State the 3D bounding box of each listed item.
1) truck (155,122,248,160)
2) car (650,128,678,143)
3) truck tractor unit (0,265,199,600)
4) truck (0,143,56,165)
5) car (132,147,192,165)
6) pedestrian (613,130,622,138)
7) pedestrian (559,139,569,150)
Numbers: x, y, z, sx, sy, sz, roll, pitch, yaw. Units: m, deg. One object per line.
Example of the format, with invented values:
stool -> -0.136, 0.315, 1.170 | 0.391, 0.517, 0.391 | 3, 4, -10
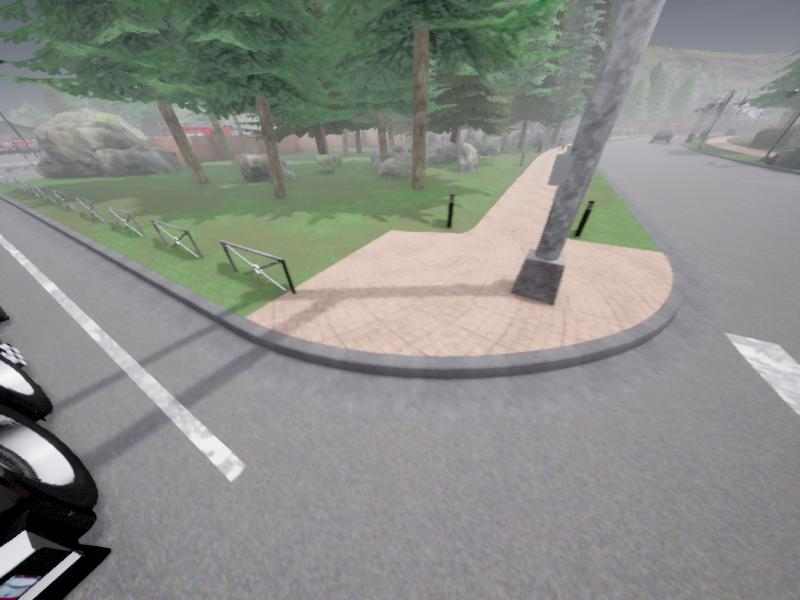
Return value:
truck -> -26.547, -21.928, 31.721 | 2.891, 3.827, 8.468 | 17, 40, 24
car -> 41.078, -25.625, 35.974 | 4.553, 1.767, 2.097 | -31, 45, -34
truck tractor unit -> -5.136, -0.274, 0.758 | 6.516, 4.208, 3.053 | 18, 40, 24
truck -> -51.711, -19.425, 30.679 | 2.390, 2.098, 6.274 | 18, 40, 24
car -> -26.808, -16.353, 26.208 | 1.994, 1.385, 4.181 | 17, 40, 24
pedestrian -> 46.341, -35.338, 49.152 | 0.751, 1.300, 0.751 | -23, 41, -26
pedestrian -> 18.571, -17.610, 26.158 | 0.500, 1.100, 0.500 | 18, 41, 25
